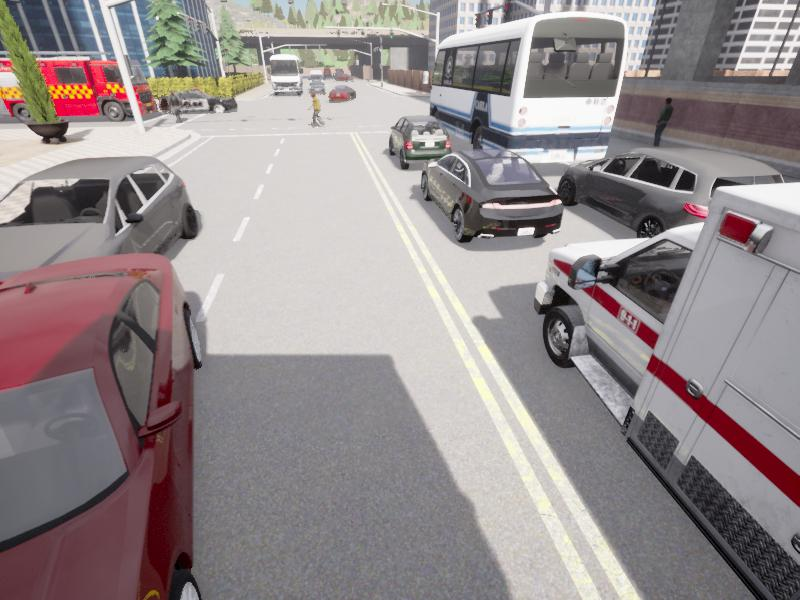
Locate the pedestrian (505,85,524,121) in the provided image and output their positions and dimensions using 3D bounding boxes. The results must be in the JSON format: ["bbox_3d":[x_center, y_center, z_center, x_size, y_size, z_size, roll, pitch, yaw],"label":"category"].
[{"bbox_3d":[6.905,-11.875,24.139,0.751,1.860,0.751,11,32,19],"label":"pedestrian"}]

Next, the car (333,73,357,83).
[{"bbox_3d":[-12.090,-48.866,88.004,4.856,1.649,2.033,14,34,23],"label":"car"}]

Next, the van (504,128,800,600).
[{"bbox_3d":[3.124,0.792,2.246,2.351,2.431,6.366,-5,31,-9],"label":"van"}]

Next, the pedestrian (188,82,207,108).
[{"bbox_3d":[-16.842,-17.032,33.298,0.751,1.860,0.751,22,37,33],"label":"pedestrian"}]

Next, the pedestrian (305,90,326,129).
[{"bbox_3d":[-4.683,-10.555,22.195,0.751,1.860,0.751,-15,33,-24],"label":"pedestrian"}]

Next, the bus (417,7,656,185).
[{"bbox_3d":[3.714,-7.947,15.397,3.944,4.253,10.273,-5,31,-9],"label":"bus"}]

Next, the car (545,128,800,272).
[{"bbox_3d":[5.406,-2.444,8.533,2.242,1.667,4.611,-5,31,-9],"label":"car"}]

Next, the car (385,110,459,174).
[{"bbox_3d":[0.634,-5.794,14.390,1.789,1.549,3.705,-5,31,-9],"label":"car"}]

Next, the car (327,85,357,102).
[{"bbox_3d":[-5.811,-21.068,40.729,1.994,1.385,4.181,3,30,6],"label":"car"}]

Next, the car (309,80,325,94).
[{"bbox_3d":[-10.724,-27.585,51.817,1.812,1.442,4.674,-5,31,-9],"label":"car"}]

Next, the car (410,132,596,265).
[{"bbox_3d":[1.772,-2.585,8.938,2.128,1.511,4.902,-5,31,-9],"label":"car"}]

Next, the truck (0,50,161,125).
[{"bbox_3d":[-20.578,-13.302,25.018,8.468,3.827,2.891,-5,31,-8],"label":"truck"}]

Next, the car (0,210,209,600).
[{"bbox_3d":[-2.633,0.915,2.922,1.882,1.535,5.008,-13,32,-20],"label":"car"}]

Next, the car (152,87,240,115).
[{"bbox_3d":[-14.945,-14.739,29.635,5.238,1.638,1.930,-6,31,-9],"label":"car"}]

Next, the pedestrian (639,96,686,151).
[{"bbox_3d":[10.182,-6.864,15.555,0.751,1.860,0.751,-9,31,-14],"label":"pedestrian"}]

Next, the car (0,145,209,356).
[{"bbox_3d":[-4.999,-1.196,6.424,2.242,1.667,4.611,-5,30,-8],"label":"car"}]

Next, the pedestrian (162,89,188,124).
[{"bbox_3d":[-13.498,-11.654,24.089,0.751,1.860,0.751,-5,31,-8],"label":"pedestrian"}]

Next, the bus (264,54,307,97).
[{"bbox_3d":[-13.875,-27.987,49.727,3.944,4.253,10.273,-5,31,-9],"label":"bus"}]

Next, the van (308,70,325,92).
[{"bbox_3d":[-12.112,-31.905,58.130,1.988,2.561,5.915,-5,31,-9],"label":"van"}]
